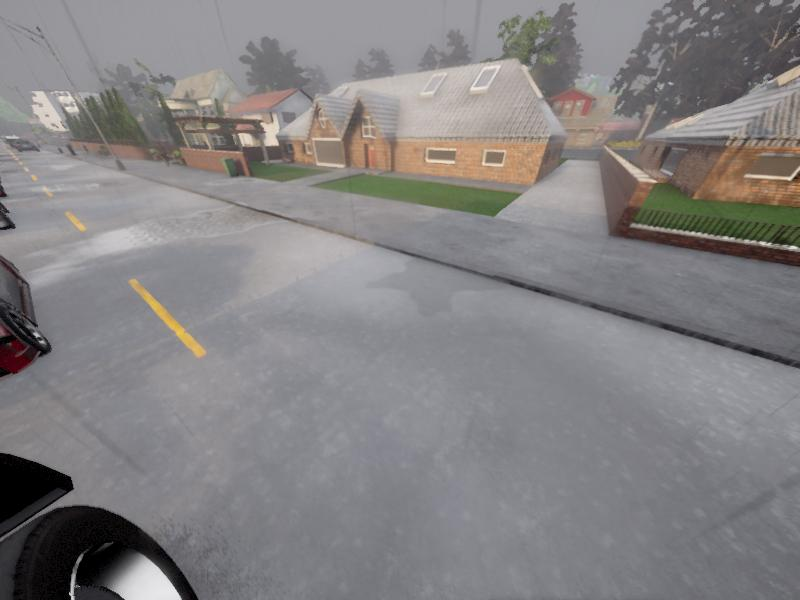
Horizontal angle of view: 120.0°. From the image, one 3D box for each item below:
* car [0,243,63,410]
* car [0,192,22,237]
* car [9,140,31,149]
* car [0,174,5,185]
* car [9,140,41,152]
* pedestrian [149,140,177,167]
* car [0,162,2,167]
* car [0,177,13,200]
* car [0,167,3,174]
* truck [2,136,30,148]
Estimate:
[{"bbox_3d":[-6.081,0.131,2.525,4.181,1.385,1.994,22,40,28],"label":"car"},{"bbox_3d":[-13.072,-2.787,6.451,4.514,1.525,2.007,22,41,28],"label":"car"},{"bbox_3d":[-79.450,-32.555,48.252,4.193,1.474,1.816,22,41,28],"label":"car"},{"bbox_3d":[-24.272,-7.317,12.844,4.193,1.474,1.816,22,41,28],"label":"car"},{"bbox_3d":[-64.252,-26.421,39.569,4.611,1.667,2.242,22,41,28],"label":"car"},{"bbox_3d":[-19.674,-12.166,19.200,0.751,1.860,0.751,22,40,27],"label":"pedestrian"},{"bbox_3d":[-36.759,-12.417,19.936,5.008,1.535,1.882,22,41,28],"label":"car"},{"bbox_3d":[-19.147,-5.256,9.911,4.514,1.525,2.007,22,41,28],"label":"car"},{"bbox_3d":[-30.313,-9.795,16.266,3.633,1.501,1.845,22,41,28],"label":"car"},{"bbox_3d":[-88.638,-36.544,53.308,6.274,2.098,2.390,22,41,28],"label":"truck"}]
